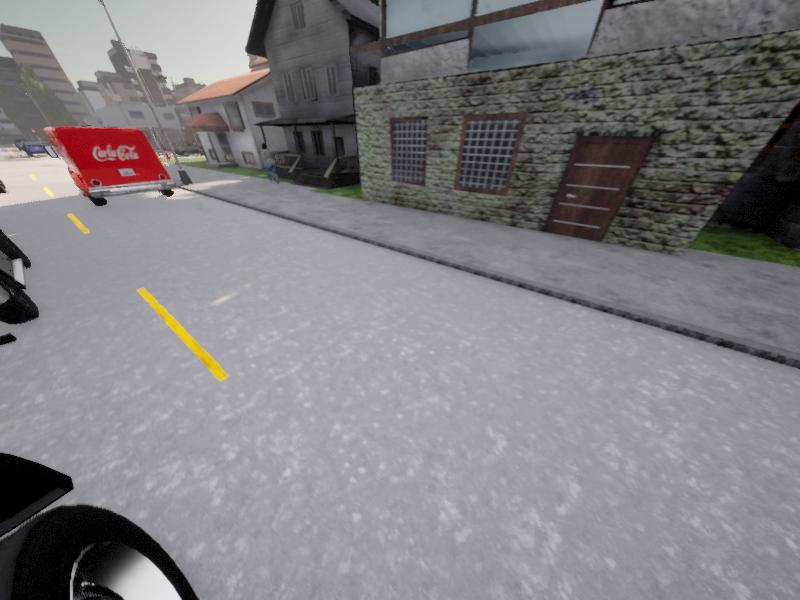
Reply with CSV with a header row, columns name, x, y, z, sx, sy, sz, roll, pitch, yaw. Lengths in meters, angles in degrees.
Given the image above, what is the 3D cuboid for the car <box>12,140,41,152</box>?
name,x,y,z,sx,sy,sz,roll,pitch,yaw
car,-61.045,-25.245,37.767,3.633,1.501,1.845,22,41,28

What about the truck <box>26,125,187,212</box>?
name,x,y,z,sx,sy,sz,roll,pitch,yaw
truck,-12.146,-5.651,9.650,5.204,2.467,2.627,22,41,28

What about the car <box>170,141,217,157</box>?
name,x,y,z,sx,sy,sz,roll,pitch,yaw
car,-27.158,-19.934,30.501,1.851,1.617,3.988,22,41,28

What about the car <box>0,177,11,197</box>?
name,x,y,z,sx,sy,sz,roll,pitch,yaw
car,-19.727,-5.705,10.153,3.866,1.878,1.905,23,41,27

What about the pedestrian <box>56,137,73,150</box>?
name,x,y,z,sx,sy,sz,roll,pitch,yaw
pedestrian,-55.502,-25.899,38.240,0.751,1.860,0.751,18,39,24

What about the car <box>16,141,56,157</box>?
name,x,y,z,sx,sy,sz,roll,pitch,yaw
car,-46.386,-19.252,29.419,4.514,1.525,2.007,22,41,28

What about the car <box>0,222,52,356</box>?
name,x,y,z,sx,sy,sz,roll,pitch,yaw
car,-7.171,-0.593,3.044,4.605,1.855,1.932,23,41,28

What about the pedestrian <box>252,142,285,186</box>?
name,x,y,z,sx,sy,sz,roll,pitch,yaw
pedestrian,-6.790,-7.063,12.015,0.751,1.860,0.751,24,41,29

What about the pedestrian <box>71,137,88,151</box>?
name,x,y,z,sx,sy,sz,roll,pitch,yaw
pedestrian,-52.798,-25.773,38.086,0.751,1.860,0.751,22,41,28

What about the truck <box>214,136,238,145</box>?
name,x,y,z,sx,sy,sz,roll,pitch,yaw
truck,-49.705,-45.544,66.089,2.069,2.038,4.478,22,41,28

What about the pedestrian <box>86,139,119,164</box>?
name,x,y,z,sx,sy,sz,roll,pitch,yaw
pedestrian,-26.038,-13.028,20.284,0.751,1.860,0.751,4,35,5

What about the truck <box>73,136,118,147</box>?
name,x,y,z,sx,sy,sz,roll,pitch,yaw
truck,-74.624,-39.081,56.753,2.390,2.098,6.274,22,41,28
